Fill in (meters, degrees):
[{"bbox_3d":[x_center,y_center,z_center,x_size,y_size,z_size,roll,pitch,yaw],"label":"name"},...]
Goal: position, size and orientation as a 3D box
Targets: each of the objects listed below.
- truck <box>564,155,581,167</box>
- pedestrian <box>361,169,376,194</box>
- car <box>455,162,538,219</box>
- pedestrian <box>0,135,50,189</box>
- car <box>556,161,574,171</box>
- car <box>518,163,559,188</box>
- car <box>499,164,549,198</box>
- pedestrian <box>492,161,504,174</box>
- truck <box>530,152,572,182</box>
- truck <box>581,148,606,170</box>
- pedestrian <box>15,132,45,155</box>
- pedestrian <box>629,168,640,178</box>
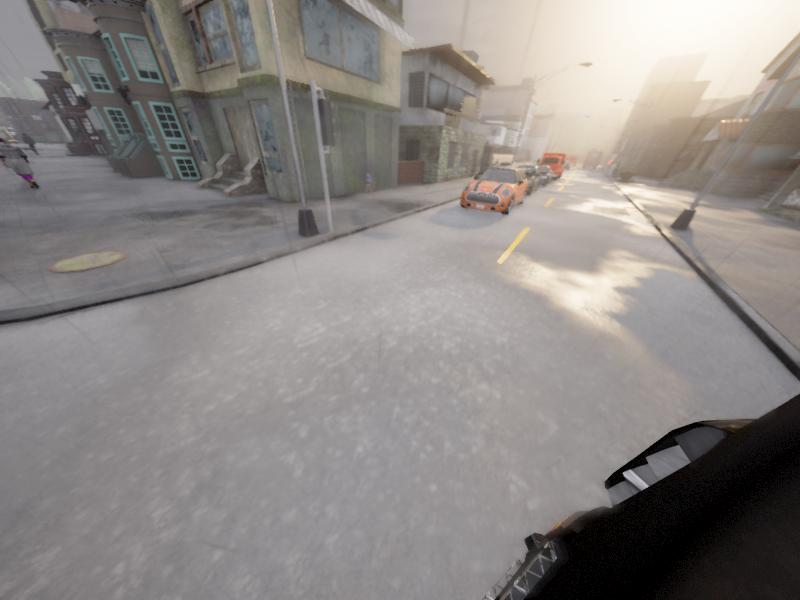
[{"bbox_3d":[44.742,-36.081,59.916,2.627,2.467,5.204,23,38,27],"label":"truck"},{"bbox_3d":[-1.636,-6.187,12.044,0.500,1.100,0.500,23,38,28],"label":"pedestrian"},{"bbox_3d":[4.605,-5.307,10.776,2.097,1.767,4.553,23,38,27],"label":"car"},{"bbox_3d":[-15.972,-5.736,9.614,0.751,1.860,0.751,22,38,26],"label":"pedestrian"},{"bbox_3d":[31.356,-25.477,43.787,2.033,1.411,5.357,23,38,27],"label":"car"},{"bbox_3d":[12.180,-10.960,20.172,2.038,1.542,4.974,23,38,27],"label":"car"},{"bbox_3d":[8.341,-8.075,15.432,1.851,1.617,3.988,23,38,27],"label":"car"},{"bbox_3d":[11.460,-15.551,27.067,0.751,1.300,0.751,3,33,1],"label":"pedestrian"},{"bbox_3d":[16.588,-14.688,25.304,2.627,2.467,5.204,23,38,27],"label":"truck"},{"bbox_3d":[44.178,-32.331,52.941,2.891,3.827,8.468,23,38,27],"label":"truck"},{"bbox_3d":[-36.501,-15.437,22.808,0.751,1.860,0.751,20,37,24],"label":"pedestrian"},{"bbox_3d":[32.259,-17.508,31.784,0.500,1.100,0.500,21,37,25],"label":"pedestrian"}]
